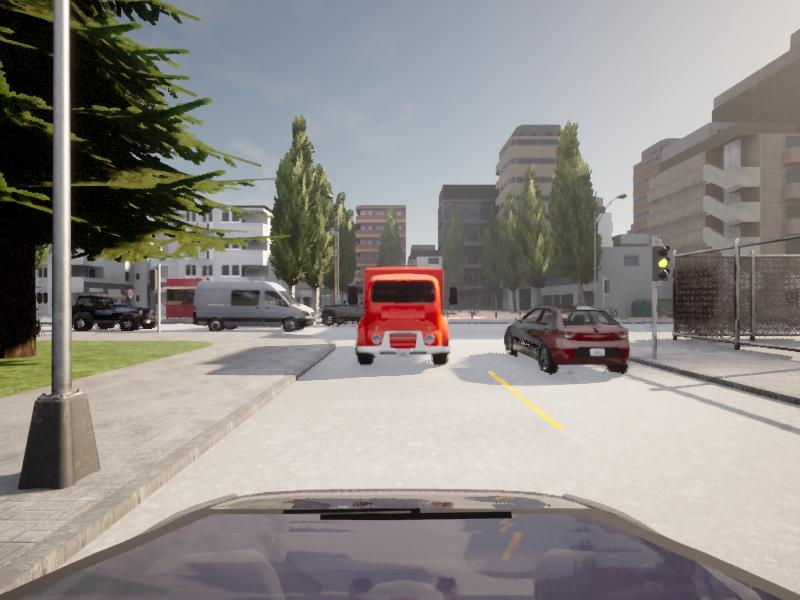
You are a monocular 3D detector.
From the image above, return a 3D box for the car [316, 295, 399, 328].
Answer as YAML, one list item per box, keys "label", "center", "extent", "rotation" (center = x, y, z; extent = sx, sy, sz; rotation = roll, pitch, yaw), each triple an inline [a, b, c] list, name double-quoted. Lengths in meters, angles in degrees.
- label: "car"
  center: [-2.569, 0.654, 24.333]
  extent: [4.605, 1.855, 1.932]
  rotation: [0, -1, 15]

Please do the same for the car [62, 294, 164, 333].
- label: "car"
  center: [-14.687, 0.644, 20.609]
  extent: [3.866, 1.878, 1.905]
  rotation: [1, 0, 0]

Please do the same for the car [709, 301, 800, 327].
- label: "car"
  center: [22.111, 0.829, 24.690]
  extent: [4.514, 1.525, 2.007]
  rotation: [0, 0, 0]

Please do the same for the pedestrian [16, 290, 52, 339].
- label: "pedestrian"
  center: [-14.238, 0.534, 15.570]
  extent: [0.751, 1.860, 0.751]
  rotation: [0, 0, -8]

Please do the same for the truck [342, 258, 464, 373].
- label: "truck"
  center: [0.102, 0.373, 11.222]
  extent: [2.627, 2.467, 5.204]
  rotation: [0, -1, 1]

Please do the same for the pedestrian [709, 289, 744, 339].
- label: "pedestrian"
  center: [12.519, 0.525, 15.363]
  extent: [0.751, 1.860, 0.751]
  rotation: [0, 0, 0]

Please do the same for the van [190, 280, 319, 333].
- label: "van"
  center: [-7.344, 0.323, 20.615]
  extent: [5.915, 2.561, 1.988]
  rotation: [0, 0, 0]

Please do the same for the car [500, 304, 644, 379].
- label: "car"
  center: [3.977, 0.854, 10.119]
  extent: [1.816, 1.474, 4.193]
  rotation: [0, 0, 0]
